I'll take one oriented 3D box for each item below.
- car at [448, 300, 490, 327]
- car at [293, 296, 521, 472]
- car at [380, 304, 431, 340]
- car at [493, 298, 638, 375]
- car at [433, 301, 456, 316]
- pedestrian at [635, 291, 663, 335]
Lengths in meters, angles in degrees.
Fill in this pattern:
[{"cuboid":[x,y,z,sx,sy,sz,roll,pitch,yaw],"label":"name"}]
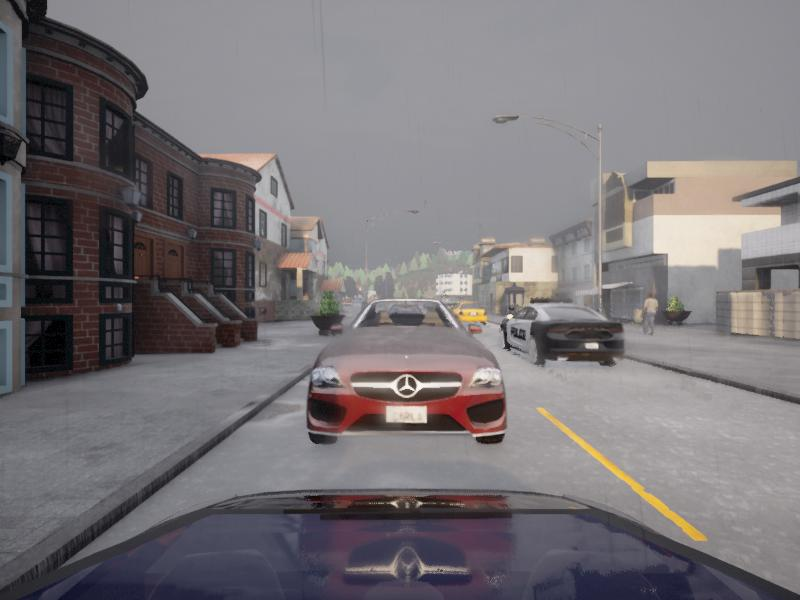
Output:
[{"cuboid":[4.332,0.800,25.929,1.801,1.575,5.366,0,0,1],"label":"car"},{"cuboid":[0.089,0.779,6.285,2.152,1.651,5.027,0,0,1],"label":"car"},{"cuboid":[0.239,0.895,18.638,2.033,1.411,5.357,0,0,1],"label":"car"},{"cuboid":[4.150,0.771,11.161,1.930,1.638,5.238,0,0,1],"label":"car"},{"cuboid":[4.519,0.828,41.239,2.007,1.525,4.514,0,0,1],"label":"car"},{"cuboid":[10.680,0.547,17.182,0.751,1.860,0.751,0,0,7],"label":"pedestrian"}]
